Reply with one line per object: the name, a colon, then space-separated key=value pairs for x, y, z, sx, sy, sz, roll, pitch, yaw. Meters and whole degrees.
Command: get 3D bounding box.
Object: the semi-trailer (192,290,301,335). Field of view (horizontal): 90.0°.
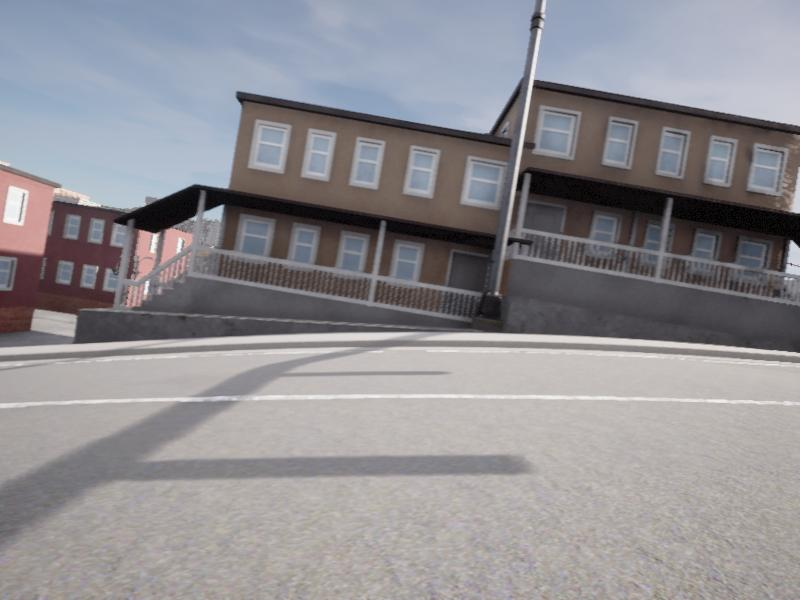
semi-trailer: x=-22.380 y=1.841 z=59.329 sx=14.254 sy=4.402 sz=2.717 roll=10 pitch=-1 yaw=-13
